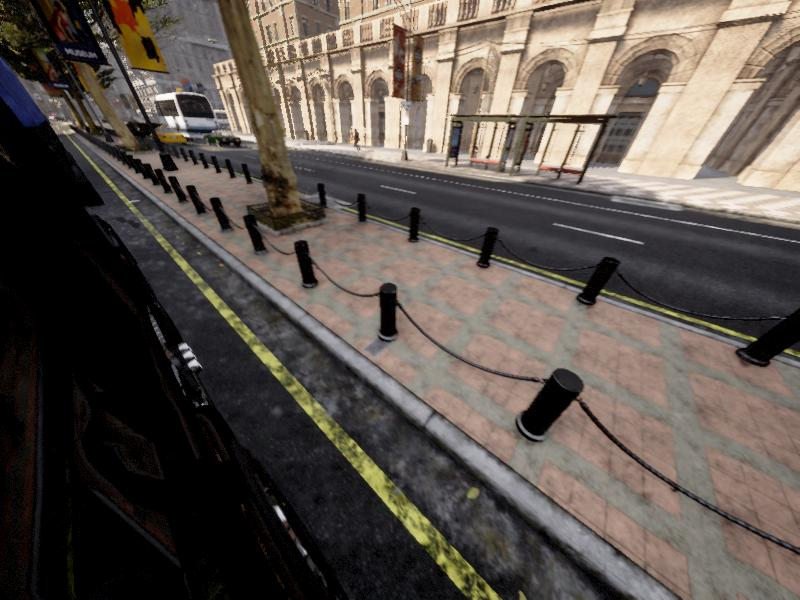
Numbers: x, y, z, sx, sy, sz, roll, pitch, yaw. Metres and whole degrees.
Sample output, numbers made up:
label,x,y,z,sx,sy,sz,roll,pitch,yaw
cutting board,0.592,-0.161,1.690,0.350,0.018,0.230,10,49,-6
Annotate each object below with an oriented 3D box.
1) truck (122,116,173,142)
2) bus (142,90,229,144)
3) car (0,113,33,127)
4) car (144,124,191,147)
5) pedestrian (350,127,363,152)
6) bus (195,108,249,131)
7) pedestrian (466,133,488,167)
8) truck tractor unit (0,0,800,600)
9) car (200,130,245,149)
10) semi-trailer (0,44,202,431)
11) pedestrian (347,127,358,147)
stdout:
label,x,y,z,sx,sy,sz,roll,pitch,yaw
truck,-29.161,-19.748,26.647,6.274,2.098,2.390,28,44,30
bus,-24.905,-21.005,26.773,10.273,4.253,3.944,28,44,30
car,-66.674,-30.327,38.835,4.605,1.855,1.932,-17,41,-24
car,-22.973,-16.249,22.757,5.366,1.575,1.801,28,44,30
pedestrian,-4.136,-15.150,21.834,0.751,1.860,0.751,21,41,23
bus,-47.962,-48.902,62.789,3.944,4.253,10.273,28,43,30
pedestrian,5.193,-10.116,15.632,0.751,1.860,0.751,28,44,30
truck tractor unit,-2.645,-0.295,0.351,6.516,4.208,3.053,28,44,30
car,-17.834,-16.143,23.143,4.718,1.301,1.895,28,44,30
semi-trailer,-8.705,-3.584,4.245,14.254,4.402,2.717,28,44,30
pedestrian,-5.424,-18.484,26.221,0.751,1.860,0.751,-29,47,-35
